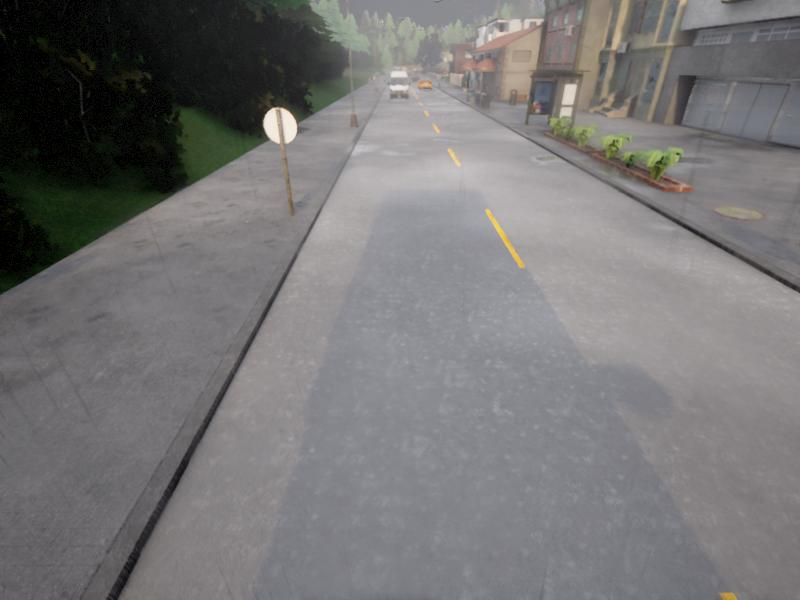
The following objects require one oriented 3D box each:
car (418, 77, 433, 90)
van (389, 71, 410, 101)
[{"bbox_3d":[3.791,-32.775,60.524,1.882,1.535,5.008,0,30,0],"label":"car"},{"bbox_3d":[-0.086,-22.352,41.709,1.988,2.561,5.915,0,30,0],"label":"van"}]
